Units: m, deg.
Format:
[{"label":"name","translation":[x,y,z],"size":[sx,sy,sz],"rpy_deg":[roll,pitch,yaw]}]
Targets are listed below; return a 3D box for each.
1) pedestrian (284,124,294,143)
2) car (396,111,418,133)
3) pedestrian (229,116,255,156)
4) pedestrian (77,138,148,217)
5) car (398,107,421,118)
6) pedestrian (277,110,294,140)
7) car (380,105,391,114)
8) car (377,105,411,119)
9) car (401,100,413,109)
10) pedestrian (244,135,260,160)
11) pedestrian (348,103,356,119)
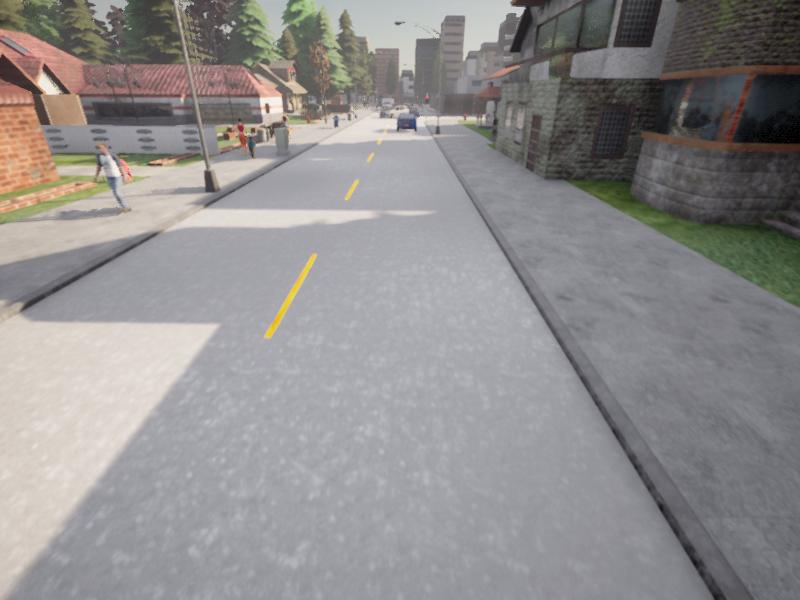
[{"label":"pedestrian","translation":[-7.345,-11.022,26.500],"size":[0.500,1.100,0.500],"rpy_deg":[-2,27,-5]},{"label":"car","translation":[0.644,-16.726,37.503],"size":[1.882,1.535,5.008],"rpy_deg":[1,27,1]},{"label":"pedestrian","translation":[-8.132,-8.443,20.640],"size":[0.751,1.860,0.751],"rpy_deg":[-1,27,-2]},{"label":"pedestrian","translation":[-7.422,-3.182,10.413],"size":[0.751,1.860,0.751],"rpy_deg":[1,27,0]},{"label":"car","translation":[1.418,-29.123,62.081],"size":[1.845,1.501,3.633],"rpy_deg":[-14,31,-26]},{"label":"pedestrian","translation":[-8.067,-12.298,28.143],"size":[0.751,1.860,0.751],"rpy_deg":[1,27,1]},{"label":"car","translation":[-2.705,-36.750,77.063],"size":[1.970,1.475,3.806],"rpy_deg":[1,27,1]},{"label":"car","translation":[-0.837,-26.784,56.910],"size":[2.242,1.667,4.611],"rpy_deg":[24,35,38]},{"label":"car","translation":[1.903,-50.590,103.523],"size":[1.932,1.855,4.605],"rpy_deg":[8,28,15]},{"label":"pedestrian","translation":[-7.243,-7.472,19.593],"size":[0.500,1.100,0.500],"rpy_deg":[-2,27,-4]},{"label":"pedestrian","translation":[-6.226,-24.493,51.896],"size":[0.751,1.860,0.751],"rpy_deg":[-20,33,-34]}]
